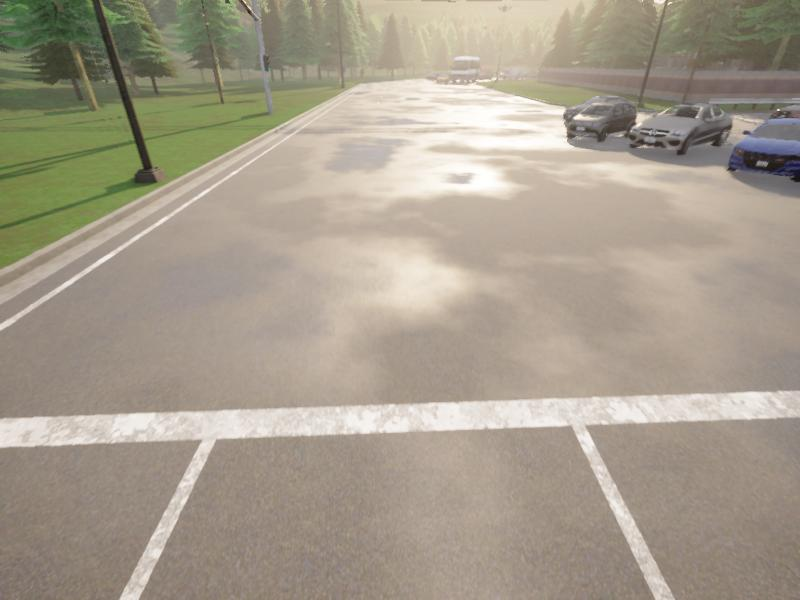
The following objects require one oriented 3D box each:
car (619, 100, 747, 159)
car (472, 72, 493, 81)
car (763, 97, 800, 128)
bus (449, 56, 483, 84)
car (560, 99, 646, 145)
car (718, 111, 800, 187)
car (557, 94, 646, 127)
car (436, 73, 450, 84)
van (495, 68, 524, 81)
[{"bbox_3d":[11.659,-7.118,16.443,5.027,1.651,2.152,-20,36,-30],"label":"car"},{"bbox_3d":[18.409,-49.782,89.046,4.792,1.488,2.163,-26,39,-37],"label":"car"},{"bbox_3d":[23.781,-10.669,22.739,4.181,1.385,1.994,-1,31,-2],"label":"car"},{"bbox_3d":[12.619,-43.611,75.816,3.944,4.253,10.273,11,32,18],"label":"bus"},{"bbox_3d":[9.396,-8.290,18.495,3.705,1.549,1.789,-22,37,-33],"label":"car"},{"bbox_3d":[12.533,-5.113,13.123,5.008,1.535,1.882,-25,38,-36],"label":"car"},{"bbox_3d":[11.865,-11.222,23.589,4.674,1.442,1.812,-13,33,-21],"label":"car"},{"bbox_3d":[7.933,-41.114,74.247,1.801,1.575,5.366,7,31,11],"label":"car"},{"bbox_3d":[24.411,-50.370,89.107,6.366,2.431,2.351,-20,36,-30],"label":"van"}]
